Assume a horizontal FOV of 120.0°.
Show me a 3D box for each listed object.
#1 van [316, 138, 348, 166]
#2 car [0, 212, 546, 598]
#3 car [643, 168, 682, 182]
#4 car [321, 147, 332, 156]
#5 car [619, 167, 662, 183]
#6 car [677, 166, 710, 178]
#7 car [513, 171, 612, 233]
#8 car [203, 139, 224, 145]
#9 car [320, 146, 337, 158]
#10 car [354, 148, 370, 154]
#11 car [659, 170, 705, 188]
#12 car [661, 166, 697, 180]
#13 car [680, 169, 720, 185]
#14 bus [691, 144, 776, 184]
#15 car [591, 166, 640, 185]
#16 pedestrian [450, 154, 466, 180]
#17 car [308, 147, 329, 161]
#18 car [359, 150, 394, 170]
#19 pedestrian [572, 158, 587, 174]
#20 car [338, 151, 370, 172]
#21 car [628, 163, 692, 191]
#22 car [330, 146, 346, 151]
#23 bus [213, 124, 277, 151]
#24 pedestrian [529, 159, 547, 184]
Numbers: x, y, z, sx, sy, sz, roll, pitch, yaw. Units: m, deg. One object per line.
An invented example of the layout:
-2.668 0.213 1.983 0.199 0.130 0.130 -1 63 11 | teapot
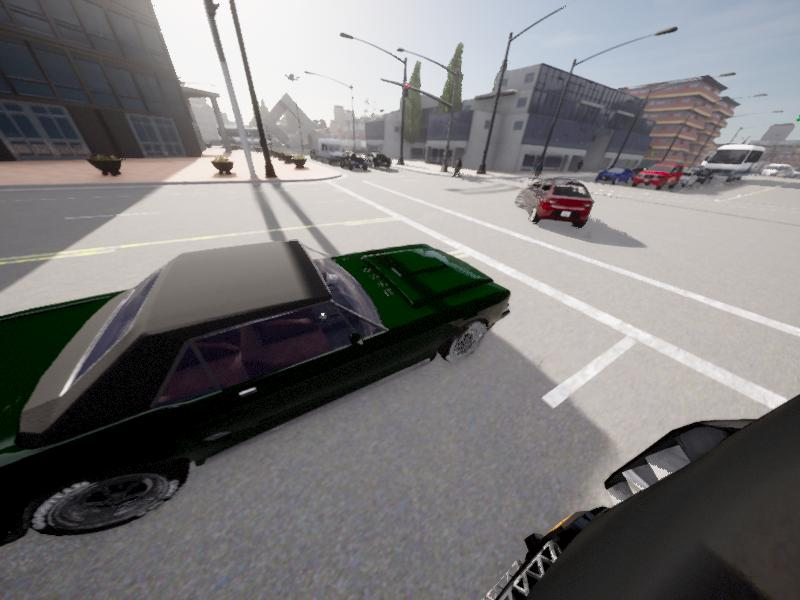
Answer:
-8.403 -18.254 28.434 1.988 2.561 5.915 -15 38 -26 | van
-0.990 0.160 2.449 4.718 1.301 1.895 -16 38 -26 | car
35.279 -16.884 31.035 4.181 1.385 1.994 -16 38 -25 | car
-15.158 -30.636 47.559 1.816 1.474 4.193 -5 34 -12 | car
28.941 -15.081 27.827 4.892 1.490 1.837 -16 38 -26 | car
46.607 -20.366 36.672 4.674 1.442 1.812 -17 38 -25 | car
6.181 -4.206 9.472 1.816 1.474 4.193 10 34 10 | car
-55.358 -46.945 68.669 2.033 1.411 5.357 4 33 0 | car
-12.976 -26.865 41.890 1.930 1.638 5.238 -12 36 -22 | car
-11.021 -43.827 68.015 2.033 1.411 5.357 17 36 19 | car
31.425 -13.533 25.728 4.674 1.442 1.812 -16 38 -26 | car
40.767 -18.612 33.738 5.008 1.535 1.882 -17 38 -25 | car
37.100 -15.216 28.573 4.193 1.474 1.816 -17 38 -26 | car
47.043 -19.282 32.607 10.273 4.253 3.944 -17 38 -26 | bus
23.339 -13.509 24.962 5.008 1.535 1.882 -16 38 -26 | car
5.048 -11.631 20.203 0.751 1.860 0.751 -1 34 -7 | pedestrian
-11.809 -21.155 33.438 1.845 1.501 3.633 -16 38 -27 | car
-2.795 -16.070 26.451 1.930 1.638 5.238 -15 37 -26 | car
25.687 -19.157 33.052 0.751 1.860 0.751 -15 38 -26 | pedestrian
-4.724 -14.079 23.407 1.816 1.474 4.193 -15 38 -26 | car
25.132 -11.985 22.348 5.566 2.045 2.150 -16 38 -26 | car
-23.230 -56.446 86.019 5.357 1.411 2.033 13 34 14 | car
-33.610 -35.434 50.612 10.273 4.253 3.944 3 33 -1 | bus
12.119 -11.313 20.360 0.751 1.860 0.751 17 36 19 | pedestrian
